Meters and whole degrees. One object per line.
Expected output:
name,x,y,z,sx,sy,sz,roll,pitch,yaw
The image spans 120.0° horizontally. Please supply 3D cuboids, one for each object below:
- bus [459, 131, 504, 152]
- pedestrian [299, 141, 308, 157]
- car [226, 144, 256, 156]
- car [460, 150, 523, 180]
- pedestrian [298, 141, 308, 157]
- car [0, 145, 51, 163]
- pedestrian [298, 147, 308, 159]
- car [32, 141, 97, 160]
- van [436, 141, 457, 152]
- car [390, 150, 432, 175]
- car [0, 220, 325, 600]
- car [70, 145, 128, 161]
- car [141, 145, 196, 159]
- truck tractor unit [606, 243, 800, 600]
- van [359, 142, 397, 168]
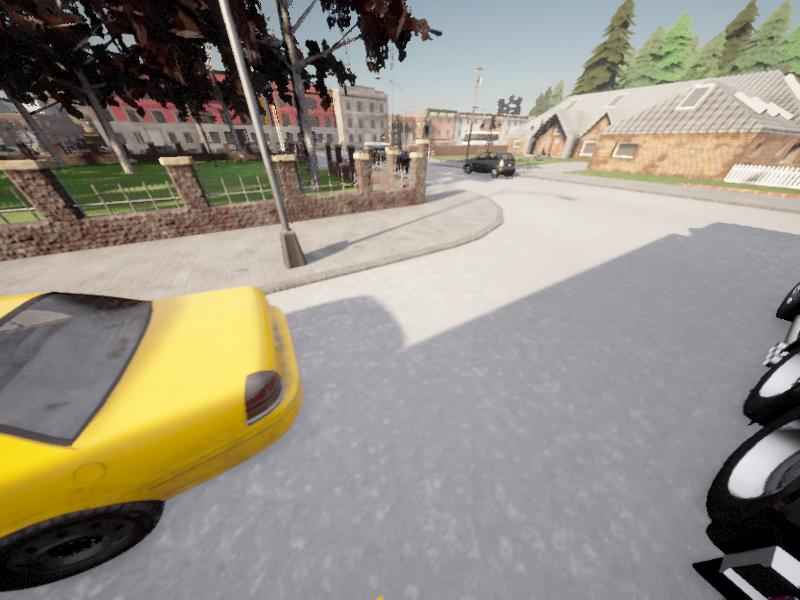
bus,20.543,-40.061,58.385,10.273,4.253,3.944,-18,39,-24
pedestrian,-13.877,-21.753,33.309,0.751,1.860,0.751,-6,35,-9
car,-25.637,-24.266,37.343,3.633,1.501,1.845,-17,39,-23
car,6.727,-10.330,17.492,1.851,1.617,3.988,-18,39,-24
pedestrian,-14.183,-22.066,33.757,0.751,1.860,0.751,-4,35,-6
car,-43.020,-16.063,25.429,4.514,1.525,2.007,-18,39,-24
pedestrian,-12.577,-19.025,29.888,0.751,1.300,0.751,-18,39,-24
car,-42.437,-19.032,29.380,3.866,1.878,1.905,-18,39,-24
van,10.919,-36.299,54.513,4.442,1.987,1.775,-18,39,-24
car,0.813,-11.626,19.377,1.845,1.501,3.633,-18,39,-24
car,-3.446,0.987,1.175,5.366,1.575,1.801,-17,39,-24
car,-36.776,-18.090,28.364,3.705,1.549,1.789,-18,39,-24
car,-30.929,-19.952,31.136,4.892,1.490,1.837,-18,39,-25
truck tractor unit,5.074,-0.336,0.830,6.516,4.208,3.053,-20,40,-26
van,-2.259,-14.927,23.652,2.069,2.038,4.480,-18,39,-24
